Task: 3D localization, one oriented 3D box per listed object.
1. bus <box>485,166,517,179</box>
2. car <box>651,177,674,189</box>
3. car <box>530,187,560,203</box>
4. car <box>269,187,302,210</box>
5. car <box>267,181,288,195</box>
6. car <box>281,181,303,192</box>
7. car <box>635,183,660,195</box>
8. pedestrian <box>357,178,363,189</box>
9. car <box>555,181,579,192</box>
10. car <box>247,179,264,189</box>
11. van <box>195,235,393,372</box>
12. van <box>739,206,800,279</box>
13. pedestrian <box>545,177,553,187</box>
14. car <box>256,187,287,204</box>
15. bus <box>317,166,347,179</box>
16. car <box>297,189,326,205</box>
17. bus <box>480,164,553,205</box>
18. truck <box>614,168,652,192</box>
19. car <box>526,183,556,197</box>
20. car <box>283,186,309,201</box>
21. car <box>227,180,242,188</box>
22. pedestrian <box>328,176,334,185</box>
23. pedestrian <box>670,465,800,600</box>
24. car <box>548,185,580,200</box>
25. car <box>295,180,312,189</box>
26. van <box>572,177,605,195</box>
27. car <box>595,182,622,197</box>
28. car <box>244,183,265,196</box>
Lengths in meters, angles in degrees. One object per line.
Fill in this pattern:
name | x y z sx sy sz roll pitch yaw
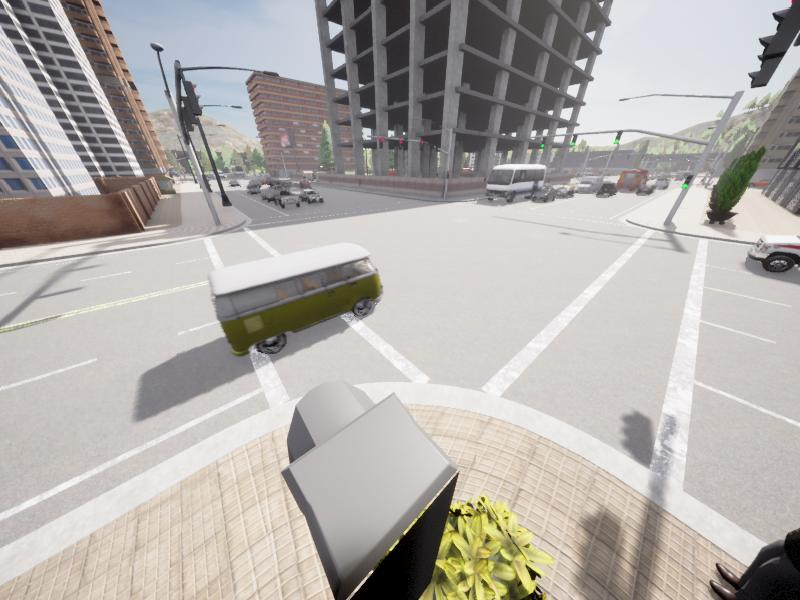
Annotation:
bus | 39.016 -49.907 90.076 3.944 4.253 10.273 -23 37 -34
car | 55.711 -24.873 49.038 5.566 2.045 2.150 -23 37 -34
car | 19.024 -13.768 30.300 3.705 1.549 1.789 -23 37 -34
car | -13.065 -11.646 26.299 1.932 1.855 4.605 -21 36 -32
car | -20.713 -18.986 39.000 1.905 1.878 3.866 -22 37 -34
car | -20.330 -21.337 43.448 2.128 1.511 4.902 -22 37 -34
car | 41.717 -18.746 38.948 4.514 1.525 2.007 -23 37 -34
pedestrian | -7.934 -23.217 46.006 0.751 1.860 0.751 -20 36 -31
car | 31.448 -21.305 43.333 5.366 1.575 1.801 -22 37 -34
car | -31.682 -25.443 50.580 1.837 1.490 4.892 -22 37 -34
van | -2.511 -0.297 6.535 4.442 1.987 1.775 -23 37 -34
van | 18.458 -1.625 8.393 2.351 2.431 6.366 -23 37 -34
pedestrian | 33.020 -26.229 51.222 0.751 1.860 0.751 -22 37 -33
car | -17.016 -13.831 30.482 2.163 1.488 4.792 -23 37 -34
bus | -26.807 -50.513 91.237 10.273 4.253 3.944 -23 37 -34
car | -11.249 -13.098 29.215 1.970 1.475 3.806 -22 37 -33
bus | 15.792 -15.784 31.093 10.273 4.253 3.944 -23 37 -34
truck | 45.463 -23.608 45.069 8.468 3.827 2.891 -23 37 -34
car | 22.486 -17.573 36.762 4.611 1.667 2.242 -24 37 -34
car | -14.901 -15.280 33.028 1.812 1.442 4.674 -22 37 -34
car | -36.162 -25.398 50.522 1.816 1.474 4.193 -22 37 -34
pedestrian | -16.389 -28.359 54.912 0.751 1.860 0.751 -23 37 -35
pedestrian | 3.453 2.233 1.925 0.751 1.860 0.751 -15 33 -24
car | 24.201 -15.932 34.089 4.902 1.511 2.128 -23 37 -34
car | -20.027 -23.921 47.876 1.789 1.549 3.705 -23 36 -34
van | 32.774 -19.945 40.125 6.366 2.431 2.351 -23 37 -34
car | 32.745 -17.408 36.270 3.866 1.878 1.905 -23 37 -34
car | -23.560 -17.837 37.294 1.851 1.617 3.988 -22 37 -33
